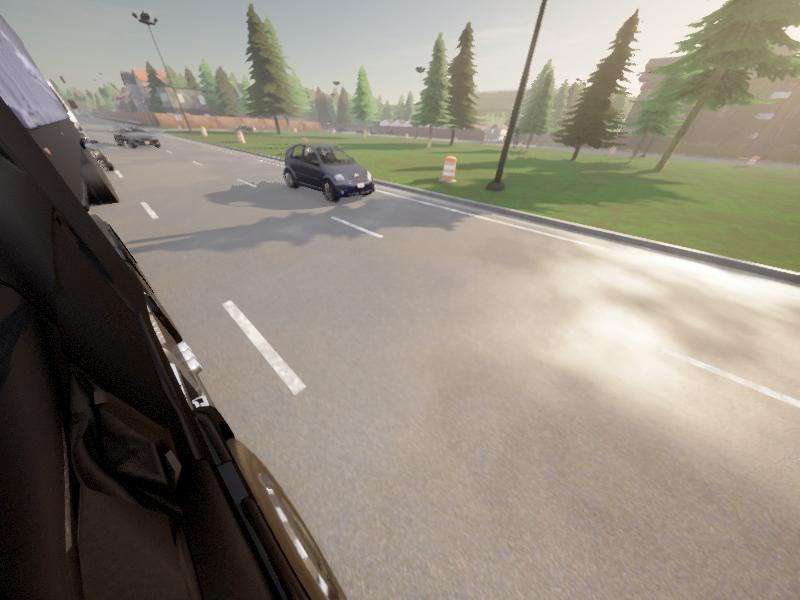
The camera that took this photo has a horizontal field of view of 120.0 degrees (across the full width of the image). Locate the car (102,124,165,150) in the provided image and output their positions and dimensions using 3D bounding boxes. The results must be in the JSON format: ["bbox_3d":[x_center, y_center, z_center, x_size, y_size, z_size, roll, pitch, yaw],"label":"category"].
[{"bbox_3d":[-21.641,-13.297,18.790,4.193,1.474,1.816,21,41,23],"label":"car"}]

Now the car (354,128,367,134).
[{"bbox_3d":[-12.758,-54.409,74.469,3.806,1.475,1.970,30,44,31],"label":"car"}]

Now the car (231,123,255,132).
[{"bbox_3d":[-35.320,-38.806,52.012,1.970,1.475,3.806,24,42,26],"label":"car"}]

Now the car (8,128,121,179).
[{"bbox_3d":[-15.149,-6.833,10.550,4.902,1.511,2.128,27,45,30],"label":"car"}]

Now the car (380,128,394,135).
[{"bbox_3d":[-4.539,-58.372,79.917,4.605,1.855,1.932,30,44,31],"label":"car"}]

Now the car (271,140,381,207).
[{"bbox_3d":[-2.809,-4.957,8.777,3.988,1.617,1.851,30,44,31],"label":"car"}]

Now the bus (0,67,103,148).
[{"bbox_3d":[-28.824,-15.269,18.629,10.273,4.253,3.944,30,44,31],"label":"bus"}]

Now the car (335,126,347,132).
[{"bbox_3d":[-23.053,-66.839,90.203,4.856,1.649,2.033,30,44,31],"label":"car"}]

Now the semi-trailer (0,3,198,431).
[{"bbox_3d":[-8.511,-3.728,4.400,14.254,4.402,2.717,30,45,32],"label":"semi-trailer"}]

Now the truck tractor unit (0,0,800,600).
[{"bbox_3d":[-2.645,-0.295,0.351,6.516,4.208,3.053,28,44,30],"label":"truck tractor unit"}]

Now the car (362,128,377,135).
[{"bbox_3d":[-10.064,-55.711,76.348,4.902,1.511,2.128,30,44,31],"label":"car"}]
